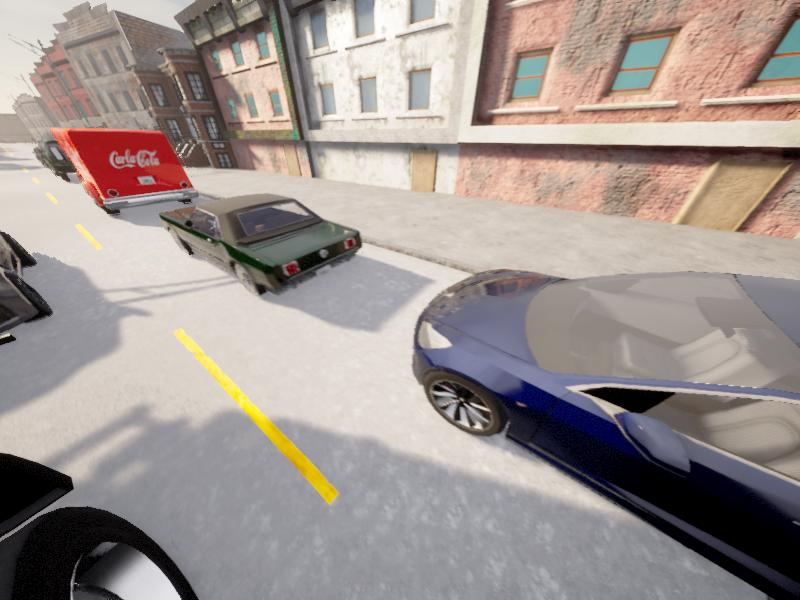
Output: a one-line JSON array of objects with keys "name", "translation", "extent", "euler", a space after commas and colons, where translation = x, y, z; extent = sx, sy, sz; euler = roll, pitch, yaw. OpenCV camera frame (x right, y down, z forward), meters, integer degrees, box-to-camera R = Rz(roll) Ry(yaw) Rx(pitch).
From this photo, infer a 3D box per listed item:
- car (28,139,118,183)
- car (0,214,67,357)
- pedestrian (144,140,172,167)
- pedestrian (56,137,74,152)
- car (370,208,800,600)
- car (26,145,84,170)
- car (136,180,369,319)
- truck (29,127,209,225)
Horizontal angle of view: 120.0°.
[{"name": "car", "translation": [-20.823, -8.978, 14.701], "extent": [5.566, 2.045, 2.150], "euler": [22, 40, 28]}, {"name": "car", "translation": [-7.189, -0.471, 3.071], "extent": [4.611, 1.667, 2.242], "euler": [22, 41, 28]}, {"name": "pedestrian", "translation": [-19.991, -12.137, 19.134], "extent": [0.751, 1.860, 0.751], "euler": [23, 41, 29]}, {"name": "pedestrian", "translation": [-51.494, -23.849, 35.500], "extent": [0.751, 1.860, 0.751], "euler": [30, 45, 35]}, {"name": "car", "translation": [2.365, 0.689, 1.666], "extent": [4.792, 1.488, 2.163], "euler": [22, 41, 28]}, {"name": "car", "translation": [-29.623, -12.328, 19.842], "extent": [4.514, 1.525, 2.007], "euler": [22, 41, 28]}, {"name": "car", "translation": [-3.127, -1.464, 4.838], "extent": [4.718, 1.301, 1.895], "euler": [22, 40, 27]}, {"name": "truck", "translation": [-10.326, -4.873, 8.622], "extent": [5.204, 2.467, 2.627], "euler": [23, 41, 27]}]
